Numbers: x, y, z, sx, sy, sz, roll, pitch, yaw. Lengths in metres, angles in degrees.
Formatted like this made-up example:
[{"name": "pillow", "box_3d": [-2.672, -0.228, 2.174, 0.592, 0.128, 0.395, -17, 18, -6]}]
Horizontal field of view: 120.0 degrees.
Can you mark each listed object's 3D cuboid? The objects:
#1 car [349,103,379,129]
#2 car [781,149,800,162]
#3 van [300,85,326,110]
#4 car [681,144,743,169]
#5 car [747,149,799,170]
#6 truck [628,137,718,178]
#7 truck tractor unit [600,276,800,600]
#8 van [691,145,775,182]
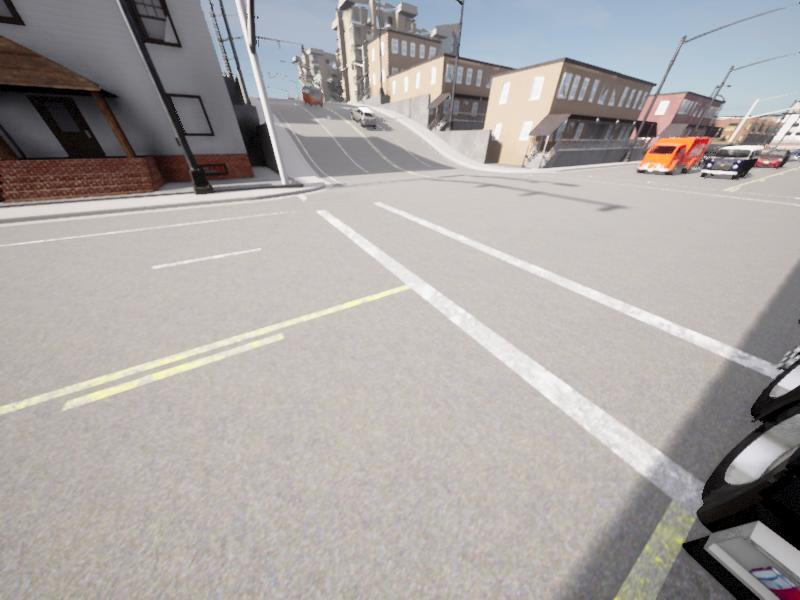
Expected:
[{"name": "car", "box_3d": [-4.270, -21.566, 27.086, 1.970, 1.475, 3.806, -19, 56, -25]}, {"name": "car", "box_3d": [54.284, -19.607, 31.320, 4.674, 1.442, 1.812, -18, 39, -25]}, {"name": "van", "box_3d": [-11.326, -26.299, 29.950, 1.775, 1.987, 4.442, -18, 49, -25]}, {"name": "car", "box_3d": [32.380, -14.974, 23.982, 5.566, 2.045, 2.150, -18, 39, -24]}, {"name": "car", "box_3d": [37.696, -14.251, 23.359, 3.988, 1.617, 1.851, -18, 39, -24]}, {"name": "truck", "box_3d": [22.200, -11.781, 18.907, 5.204, 2.467, 2.627, -19, 39, -22]}, {"name": "truck tractor unit", "box_3d": [5.130, -0.281, 0.754, 6.516, 4.208, 3.053, -17, 39, -23]}, {"name": "van", "box_3d": [24.076, -9.975, 16.730, 4.480, 2.038, 2.069, -18, 39, -24]}]
